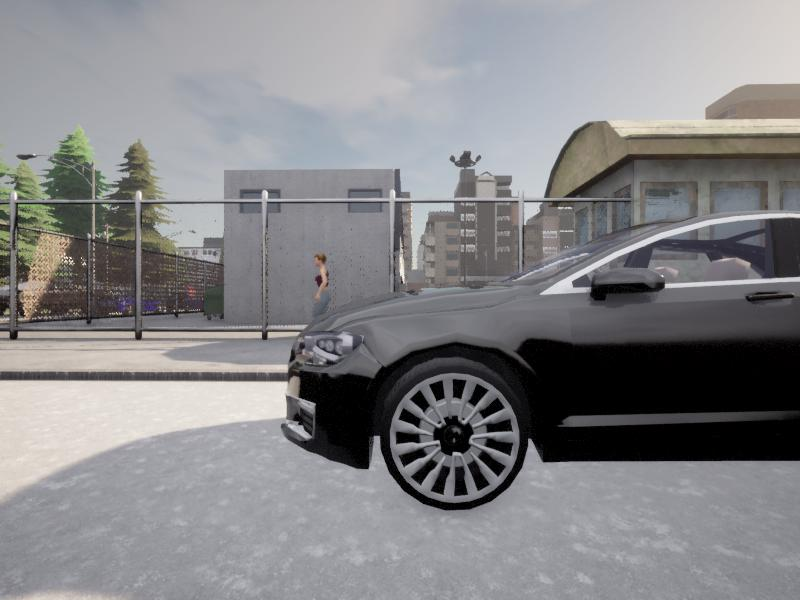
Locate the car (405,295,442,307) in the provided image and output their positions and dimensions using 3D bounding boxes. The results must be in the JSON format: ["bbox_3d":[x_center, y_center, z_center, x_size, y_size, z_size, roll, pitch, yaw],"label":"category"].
[{"bbox_3d":[3.273,0.171,56.275,5.238,1.638,1.930,0,0,2],"label":"car"}]

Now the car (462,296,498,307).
[{"bbox_3d":[11.969,0.181,60.049,5.027,1.651,2.152,0,0,1],"label":"car"}]

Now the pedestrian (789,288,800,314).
[{"bbox_3d":[28.860,0.037,28.966,0.751,1.860,0.751,0,0,22],"label":"pedestrian"}]

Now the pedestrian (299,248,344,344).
[{"bbox_3d":[-1.563,-0.075,8.075,0.751,1.860,0.751,0,0,1],"label":"pedestrian"}]

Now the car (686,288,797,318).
[{"bbox_3d":[17.629,0.159,20.794,4.193,1.474,1.816,0,0,1],"label":"car"}]

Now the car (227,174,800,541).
[{"bbox_3d":[1.742,0.236,2.706,4.902,1.511,2.128,0,0,1],"label":"car"}]

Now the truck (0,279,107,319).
[{"bbox_3d":[-21.160,-0.058,24.045,2.390,2.098,6.274,0,0,1],"label":"truck"}]

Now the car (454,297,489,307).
[{"bbox_3d":[9.964,0.270,56.088,4.674,1.442,1.812,0,0,1],"label":"car"}]
